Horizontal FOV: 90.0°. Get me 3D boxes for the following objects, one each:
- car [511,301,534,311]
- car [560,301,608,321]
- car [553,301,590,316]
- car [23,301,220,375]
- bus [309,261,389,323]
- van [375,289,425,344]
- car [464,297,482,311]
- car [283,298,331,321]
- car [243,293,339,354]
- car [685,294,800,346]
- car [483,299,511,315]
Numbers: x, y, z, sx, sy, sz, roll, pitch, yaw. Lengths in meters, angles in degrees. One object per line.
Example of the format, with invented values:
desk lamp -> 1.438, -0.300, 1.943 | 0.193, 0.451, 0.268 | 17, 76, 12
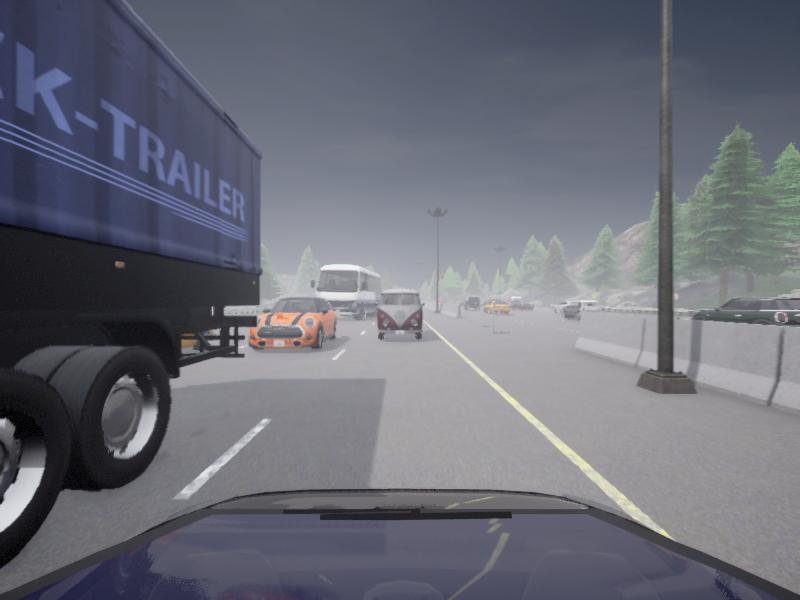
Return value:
car -> 17.509, 0.856, 57.284 | 1.895, 1.301, 4.718 | 0, 0, 0
car -> 14.003, 0.806, 30.707 | 1.970, 1.475, 3.806 | 0, 0, 0
car -> 17.505, 0.806, 41.160 | 1.812, 1.442, 4.674 | 0, 0, 0
car -> -6.999, 0.805, 10.928 | 1.882, 1.535, 5.008 | 0, 0, 0
bus -> -3.777, -0.577, 33.359 | 3.944, 4.253, 10.273 | 2, 0, 8
van -> 0.002, 0.571, 16.572 | 1.775, 1.987, 4.442 | 0, 0, 0
car -> 10.509, 0.557, 57.918 | 1.905, 1.878, 3.866 | 0, 0, 0
car -> -7.302, 0.708, 31.929 | 2.242, 1.667, 4.611 | 0, 0, 7
car -> -3.499, 0.671, 13.843 | 2.097, 1.767, 4.553 | 0, 0, 0
car -> 14.003, 0.669, 15.926 | 2.097, 1.767, 4.553 | 0, 0, 0
car -> 10.508, 0.735, 43.638 | 1.801, 1.575, 5.366 | 0, 0, 0
